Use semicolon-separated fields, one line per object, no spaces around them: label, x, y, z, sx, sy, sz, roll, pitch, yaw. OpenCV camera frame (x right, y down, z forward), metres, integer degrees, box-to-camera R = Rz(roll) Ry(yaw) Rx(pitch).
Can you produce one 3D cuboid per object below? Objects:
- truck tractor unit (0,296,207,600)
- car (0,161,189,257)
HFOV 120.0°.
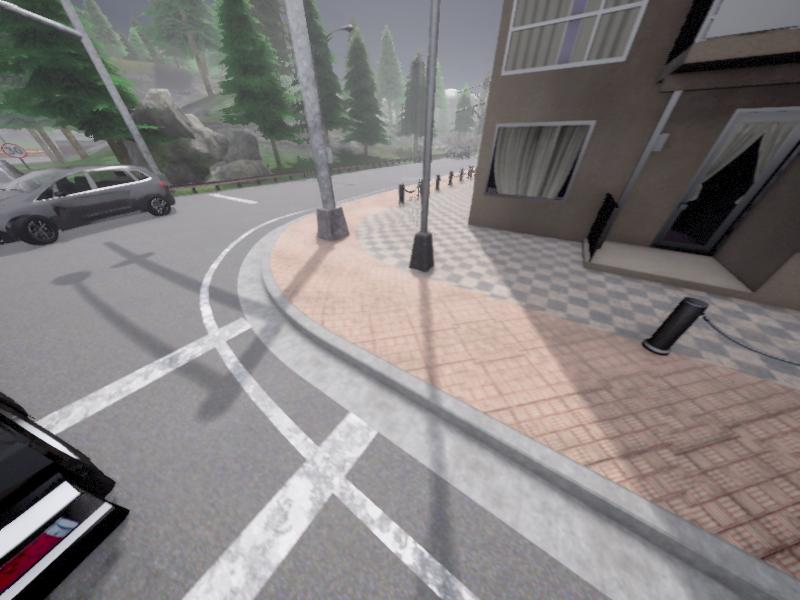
truck tractor unit;-5.234;-0.153;0.563;6.516;4.208;3.053;13;37;17
car;-10.067;-3.146;7.145;2.242;1.667;4.611;8;36;12
